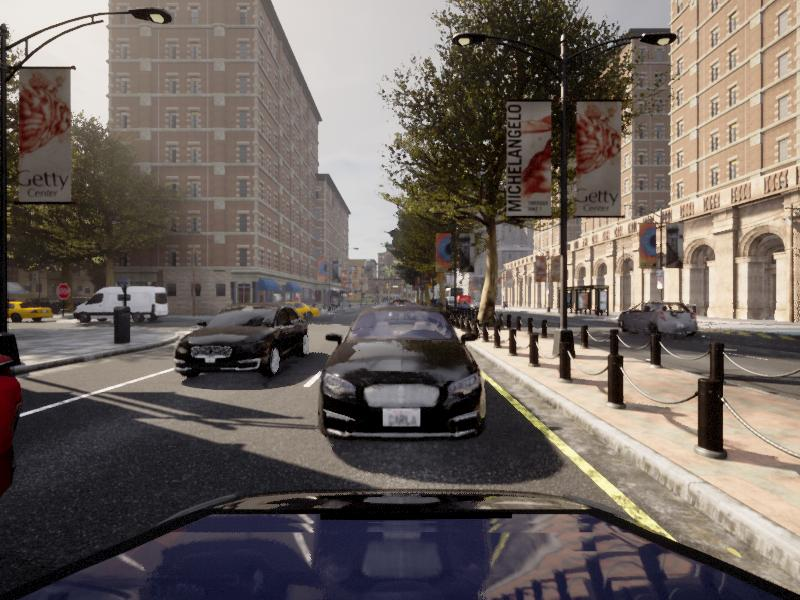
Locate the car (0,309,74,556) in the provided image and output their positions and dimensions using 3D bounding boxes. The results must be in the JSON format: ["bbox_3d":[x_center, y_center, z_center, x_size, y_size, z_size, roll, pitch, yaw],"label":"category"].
[{"bbox_3d":[-3.495,0.828,0.791,2.007,1.525,4.514,0,0,0],"label":"car"}]

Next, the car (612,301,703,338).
[{"bbox_3d":[11.565,0.828,18.305,1.845,1.501,3.633,0,0,0],"label":"car"}]

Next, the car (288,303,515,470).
[{"bbox_3d":[0.023,0.835,6.200,2.128,1.511,4.902,0,0,0],"label":"car"}]

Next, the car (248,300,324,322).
[{"bbox_3d":[-8.792,0.806,31.118,5.366,1.575,1.801,1,-1,-39],"label":"car"}]

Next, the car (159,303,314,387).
[{"bbox_3d":[-3.514,0.845,9.759,1.837,1.490,4.892,0,0,-1],"label":"car"}]

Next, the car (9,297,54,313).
[{"bbox_3d":[-44.869,0.647,48.834,1.905,1.878,3.866,0,0,0],"label":"car"}]

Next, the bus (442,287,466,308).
[{"bbox_3d":[11.676,-0.538,88.180,3.944,4.253,10.273,0,0,0],"label":"bus"}]

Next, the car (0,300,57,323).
[{"bbox_3d":[-28.277,0.801,28.894,5.366,1.575,1.801,0,0,-1],"label":"car"}]

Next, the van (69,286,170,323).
[{"bbox_3d":[-20.211,0.323,29.025,5.915,2.561,1.988,0,0,-2],"label":"van"}]

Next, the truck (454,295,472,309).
[{"bbox_3d":[11.752,0.355,74.707,2.627,2.467,5.204,0,0,0],"label":"truck"}]

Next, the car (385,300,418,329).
[{"bbox_3d":[0.079,0.789,24.017,1.851,1.617,3.988,0,0,0],"label":"car"}]
